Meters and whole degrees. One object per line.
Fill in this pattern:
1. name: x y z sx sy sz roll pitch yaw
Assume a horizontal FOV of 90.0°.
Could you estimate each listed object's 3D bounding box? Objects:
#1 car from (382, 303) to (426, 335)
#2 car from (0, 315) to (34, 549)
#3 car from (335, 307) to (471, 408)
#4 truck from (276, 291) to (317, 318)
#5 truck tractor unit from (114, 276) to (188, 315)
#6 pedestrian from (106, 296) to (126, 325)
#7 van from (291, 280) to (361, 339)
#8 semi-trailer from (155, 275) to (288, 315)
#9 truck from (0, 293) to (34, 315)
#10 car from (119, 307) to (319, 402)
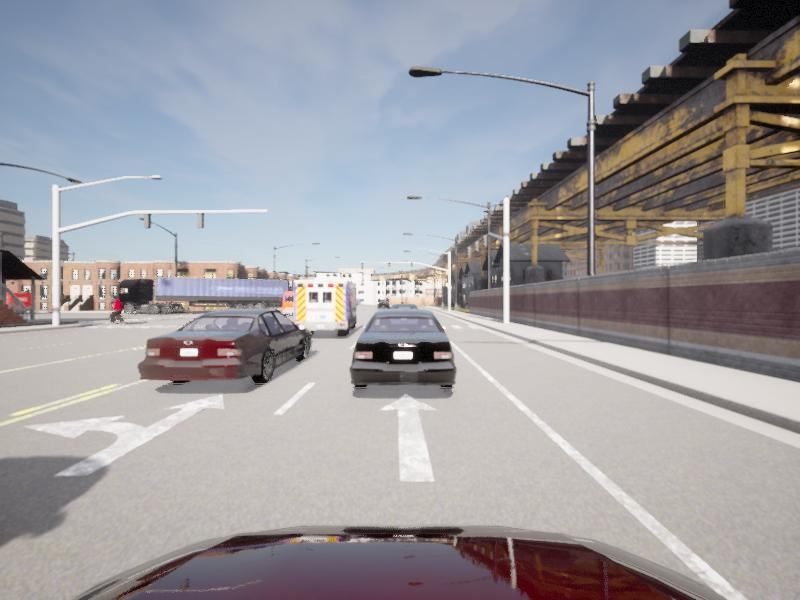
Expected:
1. car: 0.220 0.909 21.086 2.033 1.411 5.357 0 0 1
2. car: -3.497 0.845 0.355 1.837 1.490 4.892 0 0 1
3. car: 0.088 0.901 8.643 2.033 1.411 5.357 0 0 1
4. truck: -10.092 0.381 39.613 2.627 2.467 5.204 0 0 1
5. truck tractor unit: -28.430 -0.493 45.886 6.516 4.208 3.053 0 0 0
6. pedestrian: -18.366 0.654 25.850 0.751 1.860 0.751 0 0 -1
7. van: -3.370 0.391 19.679 2.351 2.431 6.366 0 0 -1
8. semi-trailer: -21.013 -0.595 48.281 14.254 4.402 2.717 0 1 -24
9. truck: -45.025 0.399 45.320 5.204 2.467 2.627 1 0 9
10. car: -3.405 0.901 9.000 2.033 1.411 5.357 0 0 0
